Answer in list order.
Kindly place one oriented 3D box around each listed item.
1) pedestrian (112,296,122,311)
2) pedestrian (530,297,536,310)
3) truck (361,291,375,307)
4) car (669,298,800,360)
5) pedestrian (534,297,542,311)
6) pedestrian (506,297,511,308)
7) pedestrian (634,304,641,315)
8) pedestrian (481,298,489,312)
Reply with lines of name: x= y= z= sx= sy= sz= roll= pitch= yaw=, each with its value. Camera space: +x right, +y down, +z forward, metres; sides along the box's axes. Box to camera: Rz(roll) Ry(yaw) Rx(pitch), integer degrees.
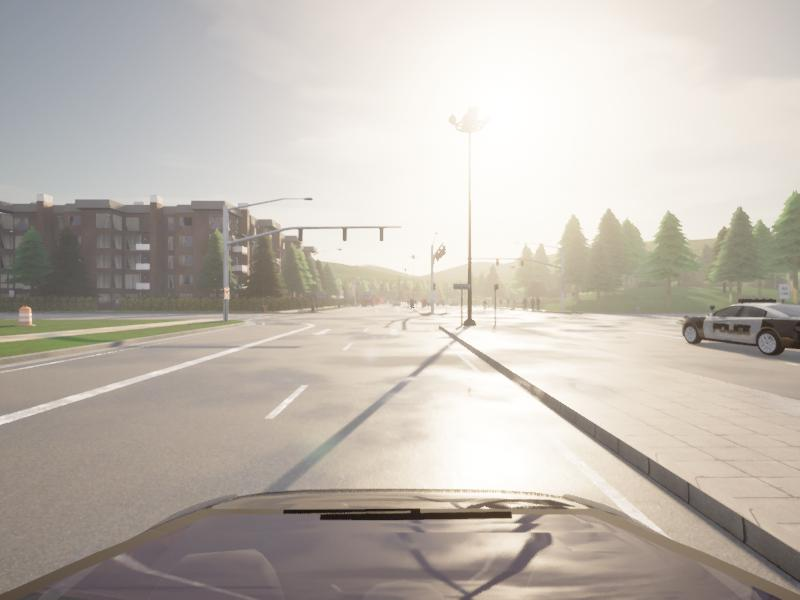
pedestrian: x=-35.763 y=0.485 z=50.626 sx=0.751 sy=1.860 sz=0.751 roll=0 pitch=0 yaw=1
pedestrian: x=18.081 y=0.473 z=54.418 sx=0.751 sy=1.860 sz=0.751 roll=0 pitch=0 yaw=15
truck: x=-7.908 y=-0.324 z=98.647 sx=2.891 sy=3.827 sz=8.468 roll=0 pitch=0 yaw=-1
car: x=11.476 y=0.771 z=13.033 sx=1.930 sy=1.638 sz=5.238 roll=0 pitch=0 yaw=0
pedestrian: x=18.624 y=0.473 z=53.936 sx=0.751 sy=1.860 sz=0.751 roll=0 pitch=0 yaw=-37
pedestrian: x=18.962 y=0.473 z=69.972 sx=0.751 sy=1.860 sz=0.751 roll=0 pitch=0 yaw=-4
pedestrian: x=25.155 y=1.017 z=42.328 sx=0.500 sy=1.100 sz=0.500 roll=0 pitch=0 yaw=2
pedestrian: x=11.055 y=0.637 z=52.108 sx=0.751 sy=1.860 sz=0.751 roll=0 pitch=0 yaw=-11
